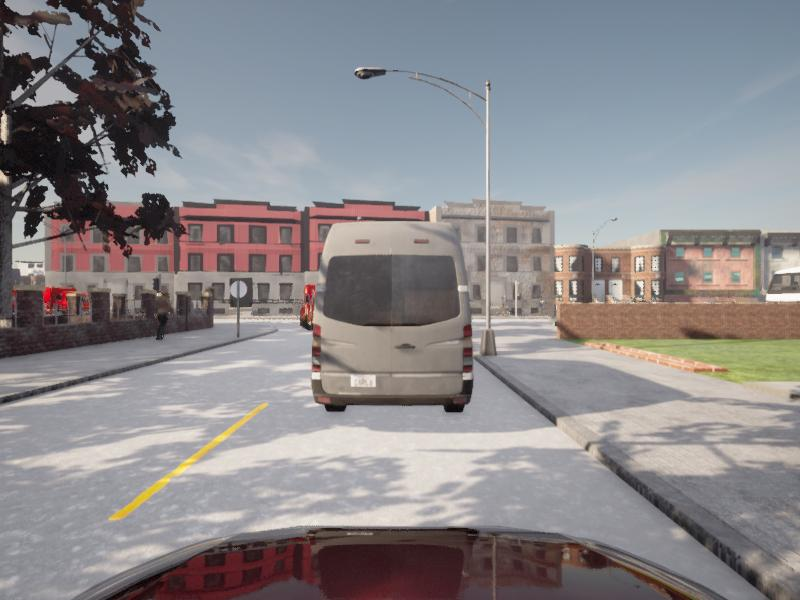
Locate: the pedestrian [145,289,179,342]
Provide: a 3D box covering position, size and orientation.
[{"bbox_3d":[-8.517,0.534,14.356,0.751,1.860,0.751,0,0,11],"label":"pedestrian"}]

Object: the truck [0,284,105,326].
[{"bbox_3d":[-23.752,0.311,27.275,5.204,2.467,2.627,3,0,0],"label":"truck"}]

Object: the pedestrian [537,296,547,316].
[{"bbox_3d":[12.837,0.533,36.160,0.751,1.860,0.751,0,0,9],"label":"pedestrian"}]

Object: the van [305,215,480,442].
[{"bbox_3d":[-0.041,0.322,7.492,1.988,2.561,5.915,0,0,1],"label":"van"}]

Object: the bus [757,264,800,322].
[{"bbox_3d":[34.572,-0.534,30.990,10.273,4.253,3.944,0,0,0],"label":"bus"}]

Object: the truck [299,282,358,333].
[{"bbox_3d":[-4.181,0.339,22.472,2.627,2.467,5.204,1,1,-16],"label":"truck"}]

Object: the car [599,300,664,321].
[{"bbox_3d":[17.972,0.788,31.195,3.988,1.617,1.851,0,0,0],"label":"car"}]

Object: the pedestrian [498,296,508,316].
[{"bbox_3d":[9.243,0.533,36.024,0.751,1.860,0.751,0,0,6],"label":"pedestrian"}]

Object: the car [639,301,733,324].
[{"bbox_3d":[19.297,0.823,27.174,5.008,1.535,1.882,0,0,0],"label":"car"}]
